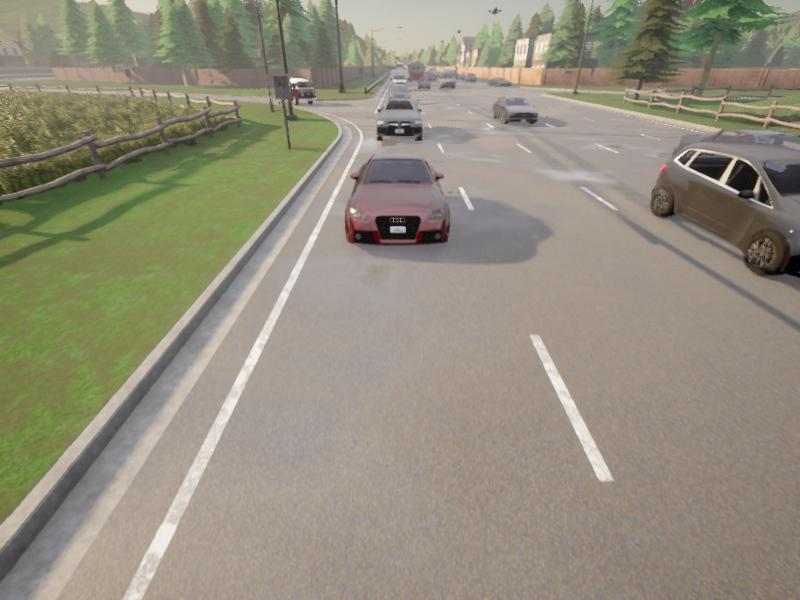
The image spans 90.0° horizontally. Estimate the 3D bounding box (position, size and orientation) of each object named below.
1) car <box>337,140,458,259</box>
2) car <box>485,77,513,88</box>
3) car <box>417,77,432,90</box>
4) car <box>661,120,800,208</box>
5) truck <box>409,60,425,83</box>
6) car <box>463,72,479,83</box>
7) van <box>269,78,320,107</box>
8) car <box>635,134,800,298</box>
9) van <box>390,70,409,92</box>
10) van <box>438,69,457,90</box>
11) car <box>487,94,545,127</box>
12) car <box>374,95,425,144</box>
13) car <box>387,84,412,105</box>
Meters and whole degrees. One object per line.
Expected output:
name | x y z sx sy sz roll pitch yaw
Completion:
car | -0.058 -2.414 8.732 1.994 1.385 4.181 0 30 -1
car | 15.528 -34.217 62.905 2.033 1.411 5.357 -7 31 -12
car | 3.440 -30.487 56.410 1.845 1.501 3.633 0 30 0
car | 10.483 -4.242 11.830 2.033 1.411 5.357 0 30 0
truck | 3.409 -47.794 83.621 2.891 3.827 8.468 0 30 0
car | 13.919 -43.707 78.686 2.097 1.767 4.553 0 30 0
van | -9.300 -18.327 35.173 2.069 2.038 4.480 -27 40 -37
car | 6.989 -1.915 7.591 2.242 1.667 4.611 0 30 0
van | -0.058 -29.942 54.590 2.351 2.431 6.366 0 31 0
van | 6.936 -32.323 58.542 1.988 2.561 5.915 0 30 0
car | 6.971 -11.773 24.659 2.033 1.411 5.357 0 30 0
car | -0.022 -8.957 19.628 2.152 1.651 5.027 0 31 0
car | -0.039 -18.835 36.599 2.163 1.488 4.792 0 30 0
